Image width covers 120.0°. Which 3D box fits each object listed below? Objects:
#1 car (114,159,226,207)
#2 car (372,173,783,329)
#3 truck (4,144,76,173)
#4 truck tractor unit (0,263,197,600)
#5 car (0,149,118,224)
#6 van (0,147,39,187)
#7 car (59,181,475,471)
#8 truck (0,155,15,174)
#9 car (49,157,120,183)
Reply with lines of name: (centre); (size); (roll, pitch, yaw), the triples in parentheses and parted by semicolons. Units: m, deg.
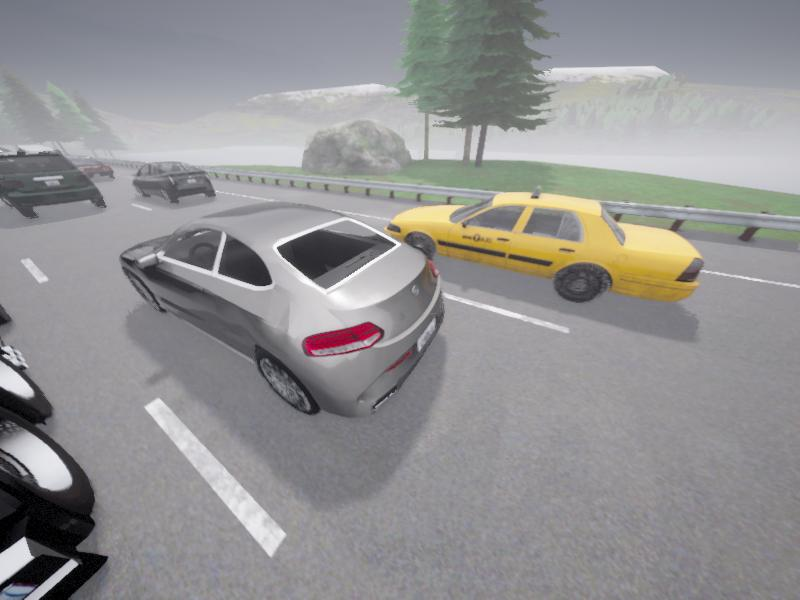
car: (-10.924, -5.714, 11.017); (4.514, 1.525, 2.007); (18, 39, 25)
car: (2.212, -1.429, 4.656); (5.366, 1.575, 1.801); (18, 39, 25)
truck: (-35.076, -13.867, 22.522); (6.274, 2.098, 2.390); (18, 39, 25)
truck tractor unit: (-5.117, -0.291, 0.789); (6.516, 4.208, 3.053); (18, 39, 24)
car: (-14.545, -4.799, 9.295); (5.566, 2.045, 2.150); (18, 39, 24)
van: (-26.865, -8.836, 15.244); (4.480, 2.038, 2.069); (18, 39, 25)
car: (-1.881, -0.473, 3.294); (5.027, 1.651, 2.152); (18, 39, 25)
truck: (-38.049, -12.676, 20.524); (5.204, 2.467, 2.627); (18, 39, 25)
car: (-23.275, -9.668, 17.049); (4.718, 1.301, 1.895); (18, 39, 25)
